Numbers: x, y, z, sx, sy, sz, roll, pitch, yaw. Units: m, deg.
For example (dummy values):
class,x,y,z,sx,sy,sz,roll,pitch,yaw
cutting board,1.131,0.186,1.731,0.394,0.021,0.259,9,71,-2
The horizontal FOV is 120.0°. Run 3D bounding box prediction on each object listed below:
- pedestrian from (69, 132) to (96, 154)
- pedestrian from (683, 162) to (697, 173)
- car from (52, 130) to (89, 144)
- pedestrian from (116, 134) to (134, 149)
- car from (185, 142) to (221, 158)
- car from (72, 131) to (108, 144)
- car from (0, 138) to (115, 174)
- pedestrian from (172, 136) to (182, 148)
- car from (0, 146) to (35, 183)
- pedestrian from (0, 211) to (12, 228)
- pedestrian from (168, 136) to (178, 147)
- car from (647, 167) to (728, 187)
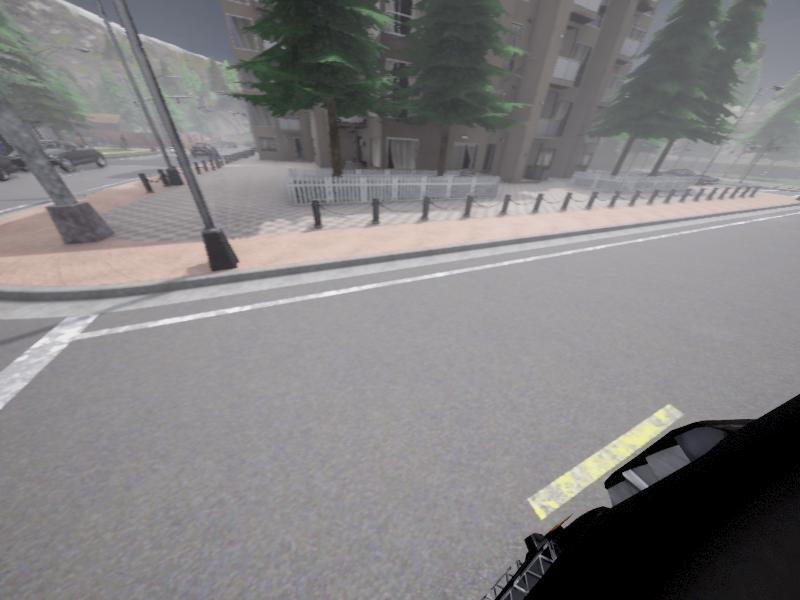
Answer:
class,x,y,z,sx,sy,sz,roll,pitch,yaw
pedestrian,-33.379,-16.528,24.321,0.751,1.860,0.751,-12,36,-21
pedestrian,57.456,-26.218,45.735,0.751,1.860,0.751,19,37,22
car,-61.520,-30.469,43.247,1.905,1.878,3.866,-11,36,-20
pedestrian,-39.997,-23.031,33.594,0.751,1.860,0.751,2,34,-1
car,-25.114,-19.267,29.682,2.038,1.542,4.974,-10,36,-19
car,-59.354,-31.132,44.405,1.932,1.855,4.605,-11,36,-20
car,-21.915,-9.395,14.972,2.152,1.651,5.027,-10,36,-19
pedestrian,-44.655,-31.639,46.220,0.751,1.860,0.751,-26,43,-36
car,-19.264,-5.466,9.460,2.033,1.411,5.357,-10,36,-19
pedestrian,-9.731,-2.158,5.137,0.500,1.100,0.500,-8,35,-16
pedestrian,-45.171,-31.490,45.956,0.751,1.860,0.751,23,38,27
car,31.988,-13.896,25.988,2.033,1.411,5.357,-11,36,-20
